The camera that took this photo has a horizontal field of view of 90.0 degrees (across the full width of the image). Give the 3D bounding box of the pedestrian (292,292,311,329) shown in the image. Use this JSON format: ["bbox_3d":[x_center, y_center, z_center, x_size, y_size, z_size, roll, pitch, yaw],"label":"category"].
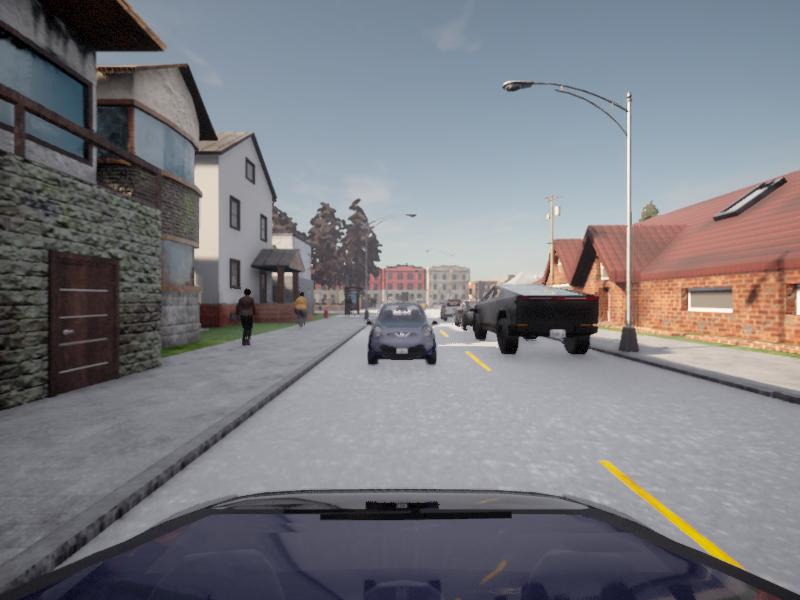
[{"bbox_3d":[-5.051,0.509,20.566,0.751,1.860,0.751,0,0,4],"label":"pedestrian"}]

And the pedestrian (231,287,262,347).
[{"bbox_3d":[-4.891,0.518,12.771,0.751,1.860,0.751,0,0,-6],"label":"pedestrian"}]

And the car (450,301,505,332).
[{"bbox_3d":[4.095,0.812,21.988,2.128,1.511,4.902,0,0,0],"label":"car"}]

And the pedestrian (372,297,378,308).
[{"bbox_3d":[-4.248,0.458,67.916,0.751,1.860,0.751,0,0,-13],"label":"pedestrian"}]

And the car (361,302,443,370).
[{"bbox_3d":[0.054,0.813,10.799,1.845,1.501,3.633,0,0,0],"label":"car"}]

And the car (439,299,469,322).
[{"bbox_3d":[4.090,0.753,30.738,1.851,1.617,3.988,0,0,1],"label":"car"}]

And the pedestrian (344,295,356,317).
[{"bbox_3d":[-4.279,0.486,34.335,0.751,1.860,0.751,0,0,13],"label":"pedestrian"}]

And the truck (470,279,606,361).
[{"bbox_3d":[4.065,0.525,13.335,2.390,2.098,6.274,0,0,0],"label":"truck"}]
